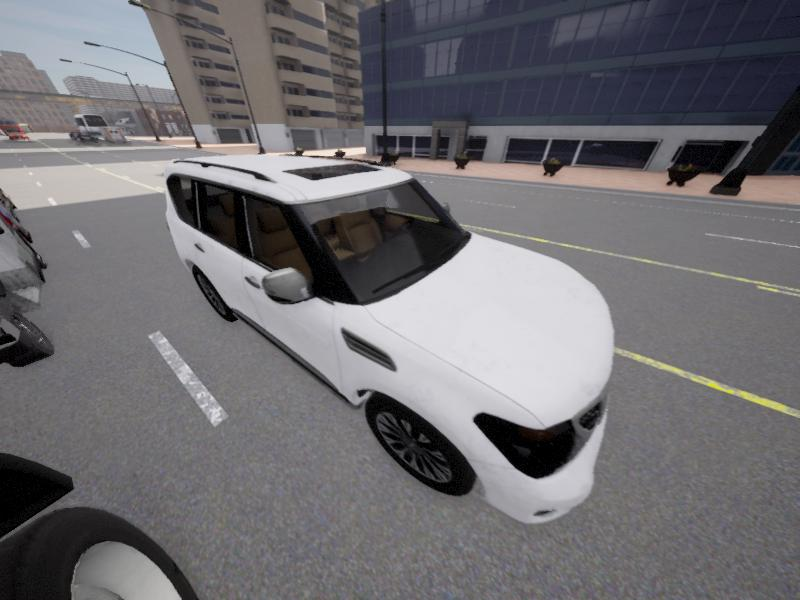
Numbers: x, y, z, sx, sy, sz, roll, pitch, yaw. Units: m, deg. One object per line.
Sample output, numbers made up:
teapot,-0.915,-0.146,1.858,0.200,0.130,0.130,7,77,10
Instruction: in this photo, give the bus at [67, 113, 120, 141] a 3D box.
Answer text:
bus,-64.786,-36.492,48.799,10.273,4.253,3.944,24,41,27

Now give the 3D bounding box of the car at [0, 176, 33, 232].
car,-13.652,-3.135,6.954,4.902,1.511,2.128,22,41,28

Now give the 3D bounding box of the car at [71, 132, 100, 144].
car,-57.165,-29.512,42.006,4.902,1.511,2.128,24,42,27

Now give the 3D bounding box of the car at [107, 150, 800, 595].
car,-0.732,-0.498,2.840,5.566,2.045,2.150,23,41,28

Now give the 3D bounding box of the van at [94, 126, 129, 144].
van,-54.565,-31.301,43.742,6.366,2.431,2.351,24,42,27

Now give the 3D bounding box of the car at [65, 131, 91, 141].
car,-63.893,-32.492,45.765,5.357,1.411,2.033,24,41,27

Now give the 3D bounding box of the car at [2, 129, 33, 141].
car,-69.670,-30.028,42.019,4.611,1.667,2.242,24,41,27

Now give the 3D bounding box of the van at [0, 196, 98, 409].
van,-6.915,-0.726,2.792,6.366,2.431,2.351,22,41,28
